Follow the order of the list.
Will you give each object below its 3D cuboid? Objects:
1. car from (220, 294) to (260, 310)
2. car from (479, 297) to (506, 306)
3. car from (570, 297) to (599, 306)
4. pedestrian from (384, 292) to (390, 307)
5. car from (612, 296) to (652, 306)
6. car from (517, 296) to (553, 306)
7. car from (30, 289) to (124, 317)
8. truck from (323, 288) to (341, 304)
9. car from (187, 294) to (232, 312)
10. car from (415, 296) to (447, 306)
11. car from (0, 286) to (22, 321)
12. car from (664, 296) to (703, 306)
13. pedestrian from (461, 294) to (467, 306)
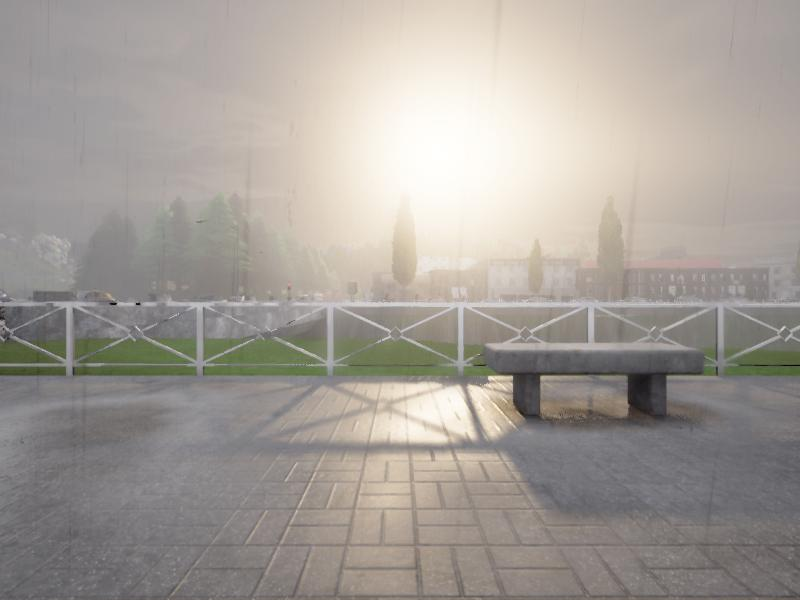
[{"bbox_3d":[-16.276,0.224,41.004,2.038,1.542,4.974,0,0,0],"label":"car"},{"bbox_3d":[14.820,0.255,64.362,3.806,1.475,1.970,0,0,0],"label":"car"},{"bbox_3d":[29.612,0.268,64.378,3.806,1.475,1.970,0,0,0],"label":"car"},{"bbox_3d":[-1.707,-0.064,51.600,0.751,1.860,0.751,0,0,0],"label":"pedestrian"},{"bbox_3d":[37.280,0.176,64.386,5.238,1.638,1.930,0,0,0],"label":"car"},{"bbox_3d":[21.662,0.174,64.370,5.238,1.638,1.930,0,0,0],"label":"car"},{"bbox_3d":[-20.265,0.175,25.427,2.033,1.649,4.856,0,0,0],"label":"car"},{"bbox_3d":[-16.300,-0.927,96.469,2.891,3.827,8.468,0,0,0],"label":"truck"},{"bbox_3d":[-16.275,0.252,34.404,1.816,1.474,4.193,0,0,0],"label":"car"},{"bbox_3d":[4.951,0.181,64.352,5.027,1.651,2.152,0,0,0],"label":"car"},{"bbox_3d":[-20.264,0.154,17.946,2.242,1.667,4.611,0,0,0],"label":"car"},{"bbox_3d":[45.531,0.174,64.395,4.856,1.649,2.033,0,0,0],"label":"car"},{"bbox_3d":[10.333,0.039,64.701,0.751,1.860,0.751,0,0,-24],"label":"pedestrian"}]
